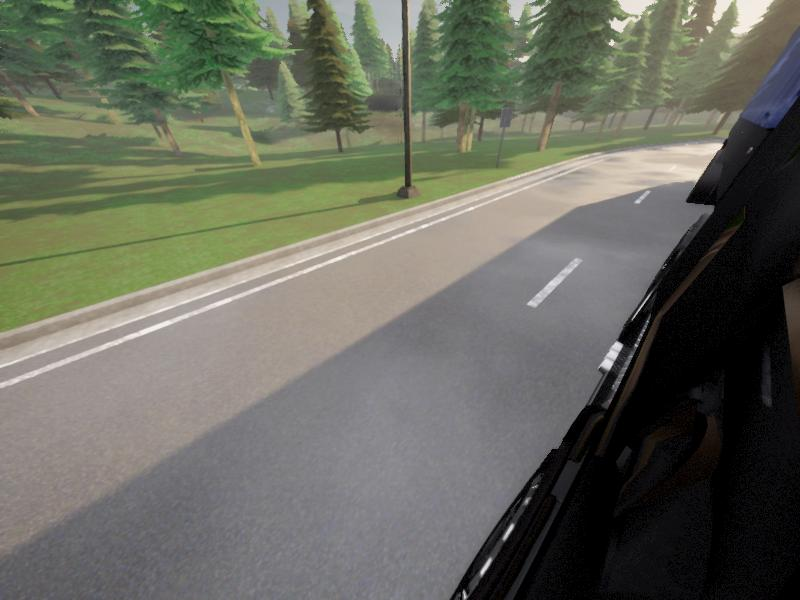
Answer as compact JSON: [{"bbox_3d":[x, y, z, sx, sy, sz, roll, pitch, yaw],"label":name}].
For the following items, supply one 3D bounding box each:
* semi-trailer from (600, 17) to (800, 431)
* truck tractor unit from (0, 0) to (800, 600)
[{"bbox_3d":[8.577,-3.692,4.333,14.254,4.402,2.717,-30,44,-31],"label":"semi-trailer"},{"bbox_3d":[2.645,-0.295,0.352,6.516,4.208,3.053,-28,44,-30],"label":"truck tractor unit"}]
